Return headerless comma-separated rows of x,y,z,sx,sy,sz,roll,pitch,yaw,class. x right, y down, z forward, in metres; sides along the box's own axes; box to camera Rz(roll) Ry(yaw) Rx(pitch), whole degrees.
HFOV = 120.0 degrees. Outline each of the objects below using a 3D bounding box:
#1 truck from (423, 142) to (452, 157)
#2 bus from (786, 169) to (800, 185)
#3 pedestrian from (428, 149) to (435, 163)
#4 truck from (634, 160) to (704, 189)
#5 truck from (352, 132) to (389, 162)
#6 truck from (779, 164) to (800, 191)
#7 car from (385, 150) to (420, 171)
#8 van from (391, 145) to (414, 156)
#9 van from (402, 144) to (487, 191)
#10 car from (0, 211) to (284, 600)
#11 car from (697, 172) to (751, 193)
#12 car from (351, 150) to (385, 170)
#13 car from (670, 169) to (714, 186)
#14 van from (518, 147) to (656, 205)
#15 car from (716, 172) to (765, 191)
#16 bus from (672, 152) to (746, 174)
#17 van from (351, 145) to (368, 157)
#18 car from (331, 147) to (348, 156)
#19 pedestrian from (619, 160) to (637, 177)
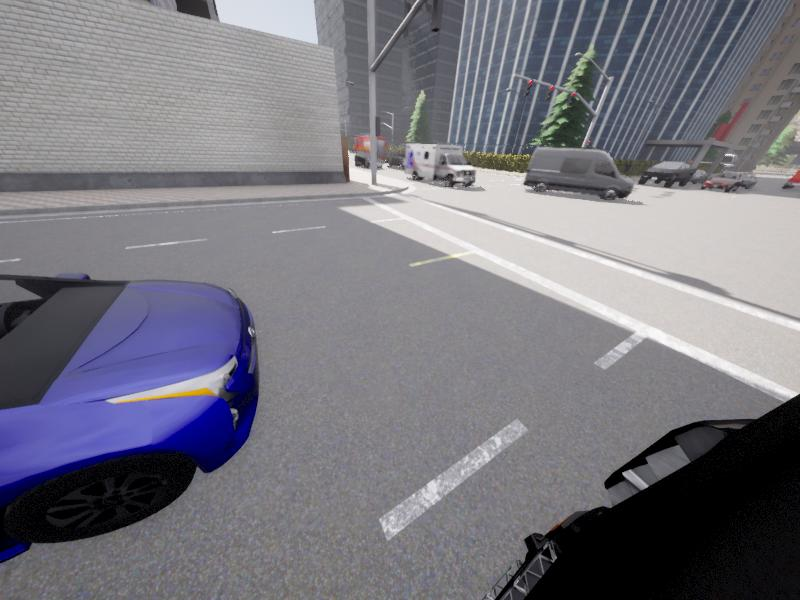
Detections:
11.723,-47.308,72.684,8.468,3.827,2.891,-16,38,-26,truck
61.840,-18.916,33.309,10.273,4.253,3.944,-16,38,-26,bus
5.366,-24.483,39.305,0.751,1.860,0.751,-17,39,-27,pedestrian
26.470,-12.407,22.748,6.274,2.098,2.390,-16,38,-26,truck
-5.173,-26.200,39.623,2.891,3.827,8.468,-16,38,-26,truck
45.992,-13.618,25.743,5.204,2.467,2.627,-16,38,-25,truck
0.180,-16.148,26.666,1.932,1.855,4.605,-16,38,-26,car
0.805,-43.577,67.482,6.366,2.431,2.351,-16,38,-26,van
2.821,-9.898,16.954,2.351,2.431,6.366,-16,38,-26,van
-3.366,0.744,1.184,4.514,1.525,2.007,-16,38,-26,car
29.756,-10.847,21.215,4.193,1.474,1.816,-16,38,-26,car
-3.676,-16.003,26.377,2.033,1.649,4.856,-16,38,-26,car
33.452,-14.115,26.446,4.674,1.442,1.812,-16,38,-26,car
11.216,-7.995,14.592,5.915,2.561,1.988,21,39,26,van
35.818,-12.526,24.301,4.181,1.385,1.994,-17,38,-26,car
79.969,-35.803,60.206,3.944,4.253,10.273,-16,38,-26,bus
-9.057,-33.141,51.390,2.069,2.038,4.480,-16,38,-26,van
-13.862,-33.764,52.543,2.033,1.411,5.357,-16,38,-26,car
28.828,-16.644,29.201,0.751,1.860,0.751,-18,39,-29,pedestrian
